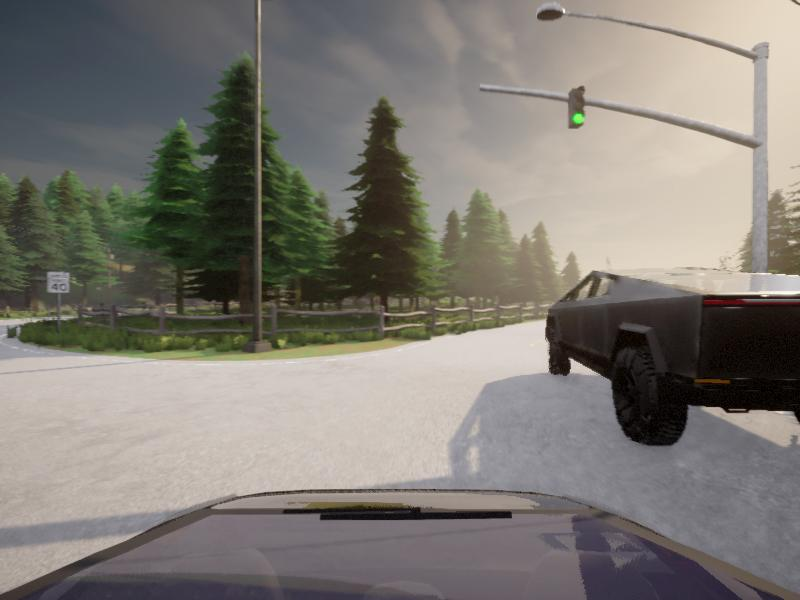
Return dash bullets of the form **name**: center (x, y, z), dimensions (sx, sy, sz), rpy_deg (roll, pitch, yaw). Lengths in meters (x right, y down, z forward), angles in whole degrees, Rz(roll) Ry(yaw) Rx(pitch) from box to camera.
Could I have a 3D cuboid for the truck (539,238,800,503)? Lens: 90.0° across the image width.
- **truck**: center (3.997, 0.540, 6.210), dimensions (2.390, 2.098, 6.274), rpy_deg (0, 0, 9)
